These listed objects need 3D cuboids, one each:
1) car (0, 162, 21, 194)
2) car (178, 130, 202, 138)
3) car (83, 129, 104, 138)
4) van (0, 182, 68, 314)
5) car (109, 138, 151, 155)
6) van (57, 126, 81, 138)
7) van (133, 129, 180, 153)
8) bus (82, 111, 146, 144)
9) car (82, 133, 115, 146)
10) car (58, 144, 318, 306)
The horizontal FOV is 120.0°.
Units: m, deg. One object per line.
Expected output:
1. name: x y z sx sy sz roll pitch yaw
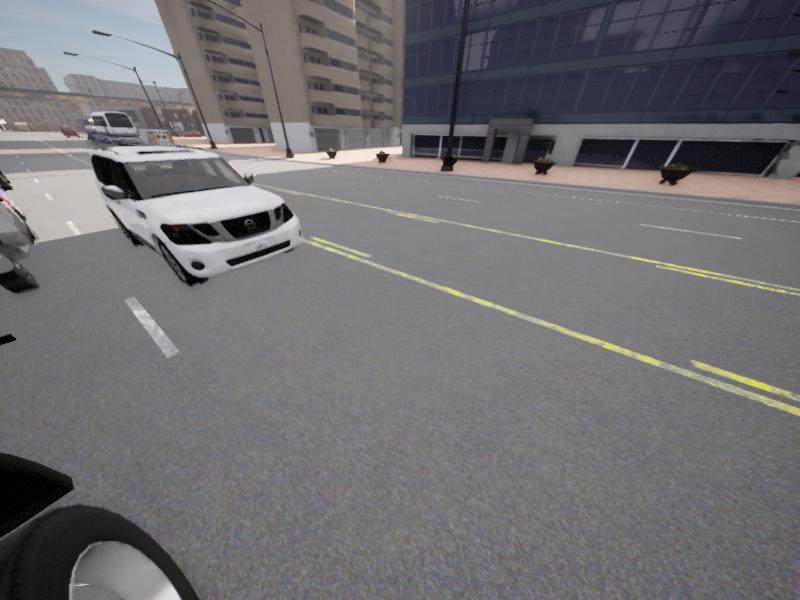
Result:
1. car: -20.844 -6.134 11.104 4.902 1.511 2.128 23 41 28
2. car: -61.196 -48.444 67.430 2.242 1.667 4.611 24 42 29
3. car: -68.529 -37.246 51.619 3.633 1.501 1.845 23 41 28
4. van: -9.025 -1.619 4.018 6.366 2.431 2.351 22 41 28
5. car: -33.632 -19.162 28.789 4.902 1.511 2.128 24 42 27
6. van: -69.707 -35.413 48.680 4.442 1.987 1.775 23 41 28
7. van: -33.873 -22.188 32.119 6.366 2.431 2.351 24 42 27
8. bus: -49.627 -29.948 40.157 10.273 4.253 3.944 24 42 27
9. car: -47.808 -25.500 36.639 5.357 1.411 2.033 24 42 27
10. car: -4.735 -2.174 5.171 5.566 2.045 2.150 22 41 28
